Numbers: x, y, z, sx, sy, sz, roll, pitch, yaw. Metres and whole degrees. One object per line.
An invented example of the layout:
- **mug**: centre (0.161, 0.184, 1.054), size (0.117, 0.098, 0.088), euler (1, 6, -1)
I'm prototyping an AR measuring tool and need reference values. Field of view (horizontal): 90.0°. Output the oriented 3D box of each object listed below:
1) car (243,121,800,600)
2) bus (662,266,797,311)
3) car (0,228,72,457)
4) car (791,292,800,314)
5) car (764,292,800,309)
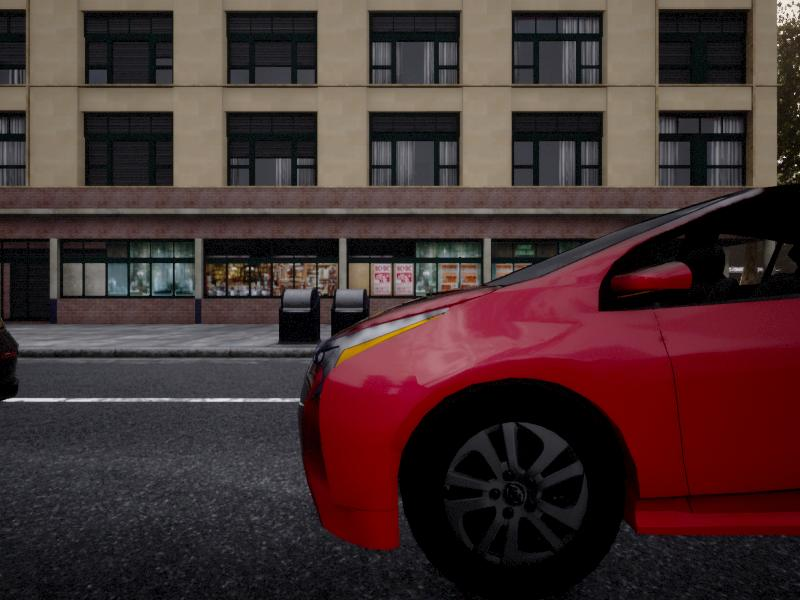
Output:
- **car**: centre (1.791, 0.228, 2.195), size (4.514, 1.525, 2.007), euler (0, 0, 0)
- **bus**: centre (32.770, -1.132, 40.219), size (10.273, 4.253, 3.944), euler (0, 0, 0)
- **car**: centre (-4.859, 0.270, 2.172), size (4.674, 1.442, 1.812), euler (0, 0, 0)
- **car**: centre (29.894, 0.201, 26.977), size (1.801, 1.575, 5.366), euler (0, 0, -1)
- **car**: centre (42.436, 0.046, 43.539), size (3.866, 1.878, 1.905), euler (0, 0, -1)
